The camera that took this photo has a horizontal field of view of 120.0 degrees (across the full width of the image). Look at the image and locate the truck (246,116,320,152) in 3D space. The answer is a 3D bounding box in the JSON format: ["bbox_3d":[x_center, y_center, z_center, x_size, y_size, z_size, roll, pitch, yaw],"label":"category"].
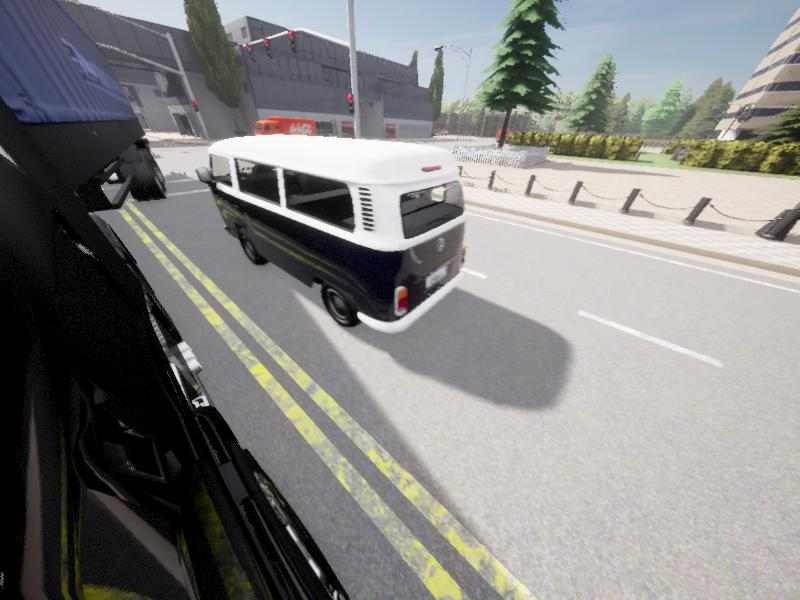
[{"bbox_3d":[-10.709,-15.609,21.711,2.627,2.467,5.204,27,44,29],"label":"truck"}]

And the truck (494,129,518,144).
[{"bbox_3d":[23.488,-36.320,51.193,2.627,2.467,5.204,27,44,29],"label":"truck"}]

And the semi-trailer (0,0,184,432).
[{"bbox_3d":[-7.871,-4.065,4.899,2.717,4.402,14.254,-25,45,-31],"label":"semi-trailer"}]

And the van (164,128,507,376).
[{"bbox_3d":[-1.217,-1.349,3.657,4.480,2.038,2.069,28,44,29],"label":"van"}]

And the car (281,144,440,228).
[{"bbox_3d":[-1.452,-4.000,7.592,4.974,1.542,2.038,28,44,30],"label":"car"}]

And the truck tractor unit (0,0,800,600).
[{"bbox_3d":[-2.645,-0.295,0.351,6.516,4.208,3.053,28,44,30],"label":"truck tractor unit"}]

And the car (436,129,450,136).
[{"bbox_3d":[15.978,-62.149,85.672,4.553,1.767,2.097,18,40,20],"label":"car"}]
